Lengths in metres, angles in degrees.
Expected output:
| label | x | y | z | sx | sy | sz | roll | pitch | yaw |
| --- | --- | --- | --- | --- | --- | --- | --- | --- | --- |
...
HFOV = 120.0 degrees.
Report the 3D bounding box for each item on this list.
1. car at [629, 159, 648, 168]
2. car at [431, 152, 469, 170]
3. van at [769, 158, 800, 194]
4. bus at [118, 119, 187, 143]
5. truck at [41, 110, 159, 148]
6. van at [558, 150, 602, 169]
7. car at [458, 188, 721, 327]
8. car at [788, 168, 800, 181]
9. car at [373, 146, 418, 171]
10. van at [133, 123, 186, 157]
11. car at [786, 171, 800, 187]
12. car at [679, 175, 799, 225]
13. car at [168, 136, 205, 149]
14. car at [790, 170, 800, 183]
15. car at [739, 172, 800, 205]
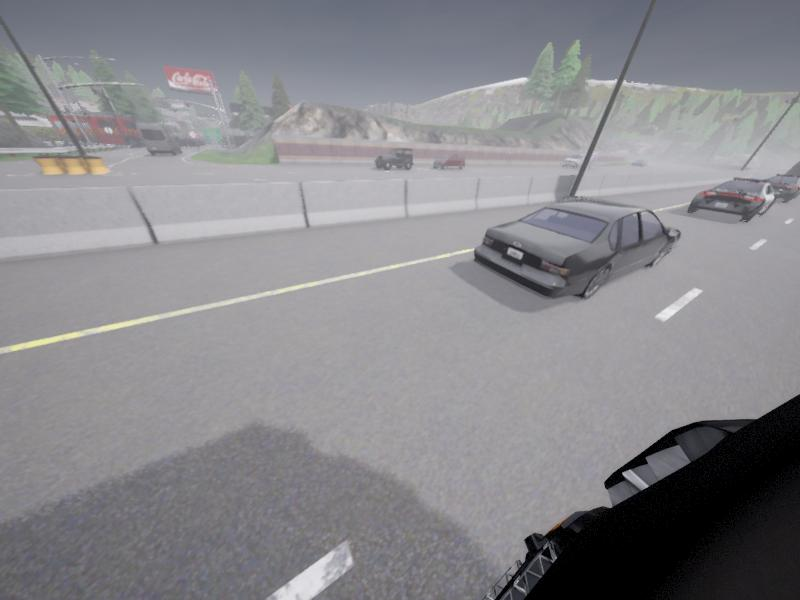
| label | x | y | z | sx | sy | sz | roll | pitch | yaw |
| --- | --- | --- | --- | --- | --- | --- | --- | --- | --- |
| car | 53.619 | -30.716 | 51.852 | 5.008 | 1.535 | 1.882 | -23 | 42 | -33 |
| car | 5.572 | -15.430 | 25.718 | 3.705 | 1.549 | 1.789 | -16 | 38 | -26 |
| van | 37.200 | -11.393 | 21.180 | 5.915 | 2.561 | 1.988 | -16 | 38 | -26 |
| bus | -60.086 | -41.261 | 56.692 | 10.273 | 4.253 | 3.944 | -18 | 39 | -28 |
| truck | -39.285 | -22.656 | 30.965 | 8.468 | 3.827 | 2.891 | -13 | 37 | -19 |
| van | 29.007 | -22.566 | 37.203 | 6.366 | 2.431 | 2.351 | -16 | 38 | -26 |
| car | 4.076 | -1.356 | 4.938 | 5.357 | 1.411 | 2.033 | -16 | 38 | -26 |
| car | 62.414 | -19.256 | 35.553 | 3.988 | 1.617 | 1.851 | -23 | 42 | -33 |
| car | -0.425 | -13.836 | 22.619 | 3.866 | 1.878 | 1.905 | -16 | 38 | -26 |
| van | -24.249 | -16.311 | 23.609 | 1.988 | 2.561 | 5.915 | -16 | 38 | -26 |
| car | 46.695 | -13.794 | 26.329 | 4.514 | 1.525 | 2.007 | -17 | 39 | -27 |
| car | 15.728 | -4.783 | 10.730 | 4.974 | 1.542 | 2.038 | -16 | 38 | -26 |
| car | -35.975 | -26.659 | 39.109 | 1.882 | 1.535 | 5.008 | 1 | 34 | -4 |
| car | 56.045 | -17.069 | 31.374 | 5.566 | 2.045 | 2.150 | -19 | 40 | -31 |
| car | 26.323 | -7.840 | 16.035 | 4.974 | 1.542 | 2.038 | -16 | 39 | -26 |
